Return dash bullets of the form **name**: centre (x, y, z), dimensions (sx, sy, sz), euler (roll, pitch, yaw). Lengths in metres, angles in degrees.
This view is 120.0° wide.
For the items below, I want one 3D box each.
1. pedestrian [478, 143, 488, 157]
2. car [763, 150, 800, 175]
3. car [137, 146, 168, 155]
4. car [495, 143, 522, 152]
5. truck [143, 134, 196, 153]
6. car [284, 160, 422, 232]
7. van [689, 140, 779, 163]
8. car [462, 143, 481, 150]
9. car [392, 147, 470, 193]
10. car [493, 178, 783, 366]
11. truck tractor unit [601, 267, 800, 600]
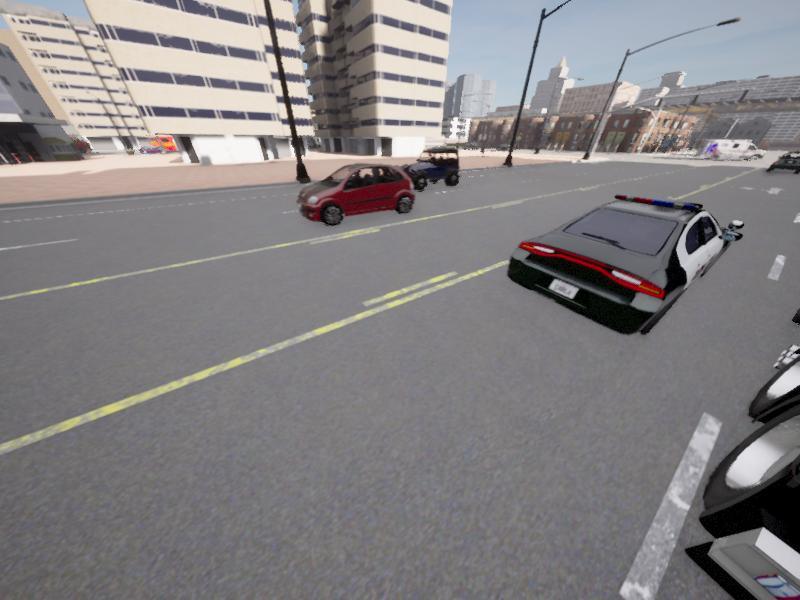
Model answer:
- **pedestrian**: centre (12.729, -23.037, 35.455), dimensions (0.751, 1.860, 0.751), euler (-10, 36, -14)
- **car**: centre (34.816, -12.291, 20.551), dimensions (3.988, 1.617, 1.851), euler (-20, 40, -27)
- **car**: centre (-54.278, -32.895, 50.795), dimensions (4.193, 1.474, 1.816), euler (-21, 40, -28)
- **car**: centre (25.185, -35.663, 53.950), dimensions (1.930, 1.638, 5.238), euler (-20, 40, -27)
- **truck**: centre (-57.957, -39.696, 58.507), dimensions (8.468, 3.827, 2.891), euler (-21, 40, -28)
- **car**: centre (-1.452, -3.754, 7.961), dimensions (3.988, 1.617, 1.851), euler (-20, 40, -27)
- **van**: centre (45.758, -20.727, 32.038), dimensions (6.366, 2.431, 2.351), euler (21, 40, 26)
- **car**: centre (20.207, -43.646, 65.466), dimensions (2.128, 1.511, 4.902), euler (-20, 40, -27)
- **car**: centre (1.695, -7.409, 12.986), dimensions (3.866, 1.878, 1.905), euler (-20, 40, -27)
- **car**: centre (4.359, -1.076, 4.246), dimensions (4.974, 1.542, 2.038), euler (-20, 40, -27)
- **truck tractor unit**: centre (5.115, -0.297, 0.773), dimensions (6.516, 4.208, 3.053), euler (-18, 39, -24)
